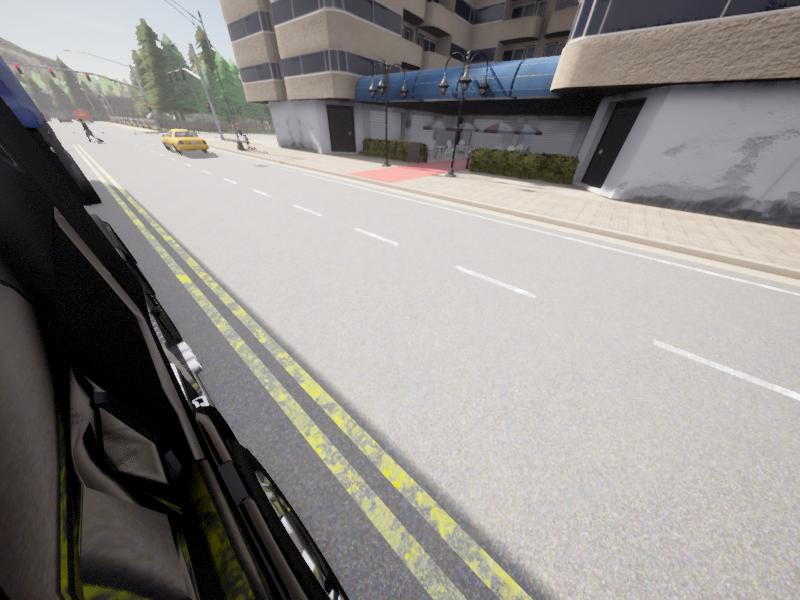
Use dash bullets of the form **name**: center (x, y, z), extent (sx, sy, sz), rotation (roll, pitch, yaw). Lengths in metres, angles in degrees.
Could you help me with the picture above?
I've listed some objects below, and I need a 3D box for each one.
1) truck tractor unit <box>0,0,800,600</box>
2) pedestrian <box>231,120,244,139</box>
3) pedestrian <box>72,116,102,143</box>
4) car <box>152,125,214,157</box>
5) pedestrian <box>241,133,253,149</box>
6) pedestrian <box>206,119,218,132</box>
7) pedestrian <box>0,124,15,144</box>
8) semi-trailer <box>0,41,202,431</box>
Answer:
- **truck tractor unit**: center (-2.645, -0.295, 0.351), extent (6.516, 4.208, 3.053), rotation (28, 44, 30)
- **pedestrian**: center (-20.766, -21.848, 29.584), extent (0.751, 1.860, 0.751), rotation (-10, 39, -16)
- **pedestrian**: center (-27.040, -14.705, 19.992), extent (0.751, 1.860, 0.751), rotation (28, 44, 30)
- **car**: center (-16.223, -11.928, 17.237), extent (5.366, 1.575, 1.801), rotation (28, 44, 30)
- **pedestrian**: center (-13.263, -13.817, 20.053), extent (0.500, 1.100, 0.500), rotation (-15, 40, -22)
- **pedestrian**: center (-32.957, -30.579, 40.480), extent (0.751, 1.860, 0.751), rotation (28, 43, 29)
- **pedestrian**: center (-30.346, -12.840, 17.273), extent (0.751, 1.860, 0.751), rotation (29, 44, 31)
- **semi-trailer**: center (-8.707, -3.601, 4.216), extent (14.254, 4.402, 2.717), rotation (28, 44, 30)
